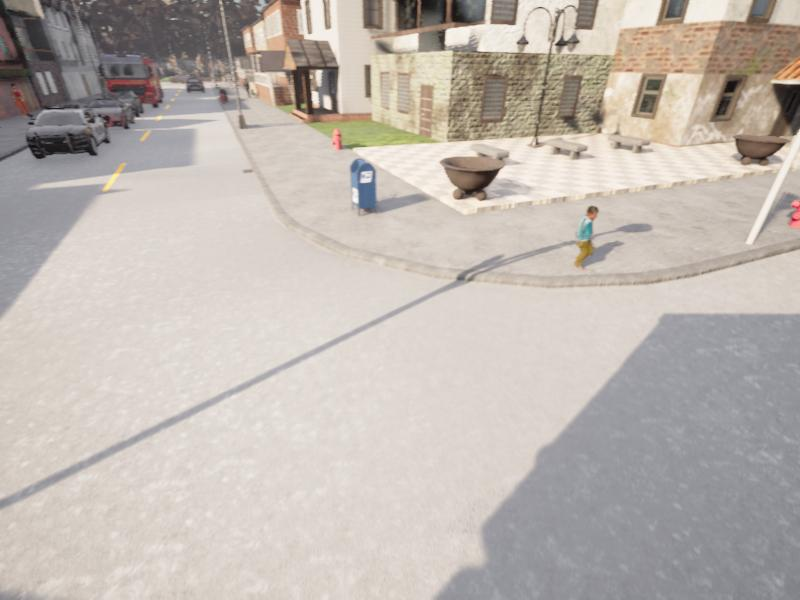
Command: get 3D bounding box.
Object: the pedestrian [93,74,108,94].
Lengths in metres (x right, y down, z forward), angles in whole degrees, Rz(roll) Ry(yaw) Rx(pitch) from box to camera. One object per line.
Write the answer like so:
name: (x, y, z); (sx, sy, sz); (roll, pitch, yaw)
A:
pedestrian: (-32.172, -23.209, 43.034); (0.751, 1.860, 0.751); (-16, 34, -26)

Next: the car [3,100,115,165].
car: (-12.974, -6.727, 15.666); (1.930, 1.638, 5.238); (-12, 33, -21)

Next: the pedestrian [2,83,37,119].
pedestrian: (-22.597, -11.862, 23.789); (0.751, 1.860, 0.751); (-11, 32, -20)

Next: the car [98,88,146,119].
car: (-18.253, -13.030, 26.443); (1.789, 1.549, 3.705); (-12, 32, -20)

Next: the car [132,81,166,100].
car: (-25.081, -21.048, 40.115); (2.163, 1.488, 4.792); (-12, 32, -20)

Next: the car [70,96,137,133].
car: (-15.900, -10.153, 21.746); (1.994, 1.385, 4.181); (-12, 32, -20)

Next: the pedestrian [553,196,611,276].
pedestrian: (2.960, -1.048, 6.542); (0.500, 1.100, 0.500); (23, 37, 33)

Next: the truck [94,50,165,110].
truck: (-21.619, -17.990, 32.620); (2.891, 3.827, 8.468); (-12, 32, -20)

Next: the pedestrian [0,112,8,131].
pedestrian: (-19.862, -9.095, 19.103); (0.751, 1.860, 0.751); (-2, 30, -4)

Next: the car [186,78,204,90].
car: (-28.198, -29.760, 55.093); (1.994, 1.385, 4.181); (-12, 33, -20)

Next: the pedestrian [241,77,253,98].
pedestrian: (-15.494, -21.589, 40.619); (0.751, 1.860, 0.751); (-12, 33, -20)

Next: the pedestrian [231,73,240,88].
pedestrian: (-23.241, -30.996, 56.579); (0.751, 1.860, 0.751); (-11, 32, -19)

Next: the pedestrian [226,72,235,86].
pedestrian: (-26.301, -34.264, 62.097); (0.751, 1.860, 0.751); (-21, 37, -33)

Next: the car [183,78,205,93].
car: (-25.712, -26.908, 50.098); (2.038, 1.542, 4.974); (-12, 32, -20)

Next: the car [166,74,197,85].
car: (-38.396, -38.701, 70.177); (5.357, 1.411, 2.033); (18, 35, 27)
